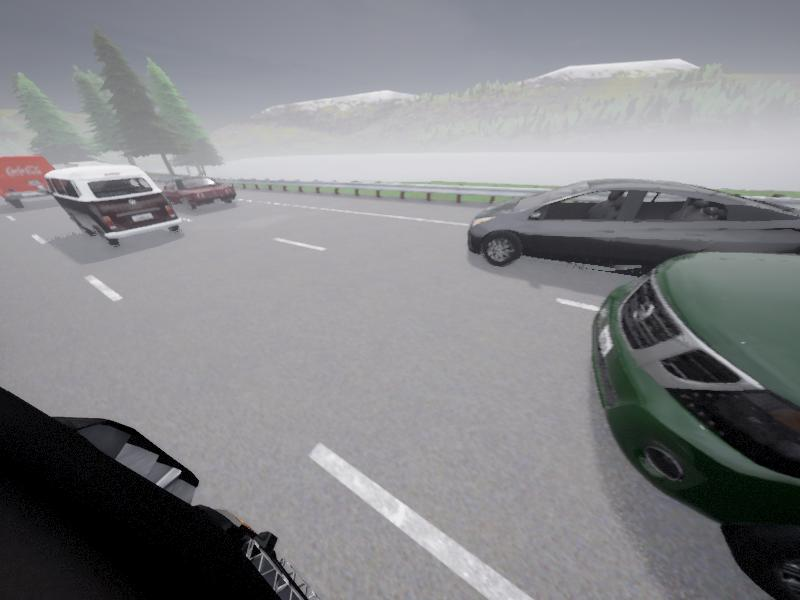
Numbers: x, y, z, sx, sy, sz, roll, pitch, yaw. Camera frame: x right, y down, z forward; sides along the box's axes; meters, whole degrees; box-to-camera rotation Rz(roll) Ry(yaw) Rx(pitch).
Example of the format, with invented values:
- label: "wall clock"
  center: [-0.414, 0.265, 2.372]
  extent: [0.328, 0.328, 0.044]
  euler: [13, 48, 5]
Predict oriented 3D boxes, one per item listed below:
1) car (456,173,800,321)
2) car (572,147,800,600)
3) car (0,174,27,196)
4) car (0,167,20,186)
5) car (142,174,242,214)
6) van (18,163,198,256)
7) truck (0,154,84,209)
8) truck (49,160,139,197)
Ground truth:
- label: "car"
  center: [3.663, -1.418, 4.388]
  extent: [4.514, 1.525, 2.007]
  euler: [16, 38, 26]
- label: "car"
  center: [4.168, 0.775, 0.611]
  extent: [5.566, 2.045, 2.150]
  euler: [17, 38, 26]
- label: "car"
  center: [-34.576, -9.783, 19.664]
  extent: [4.193, 1.474, 1.816]
  euler: [13, 37, 22]
- label: "car"
  center: [-49.706, -14.951, 28.101]
  extent: [4.605, 1.855, 1.932]
  euler: [9, 36, 17]
- label: "car"
  center: [-10.470, -5.449, 11.626]
  extent: [4.718, 1.301, 1.895]
  euler: [16, 38, 26]
- label: "van"
  center: [-9.274, -3.147, 7.440]
  extent: [4.480, 2.038, 2.069]
  euler: [17, 38, 26]
- label: "truck"
  center: [-23.041, -7.319, 14.220]
  extent: [5.204, 2.467, 2.627]
  euler: [14, 37, 26]
- label: "truck"
  center: [-23.972, -9.617, 18.094]
  extent: [6.274, 2.098, 2.390]
  euler: [15, 38, 25]
